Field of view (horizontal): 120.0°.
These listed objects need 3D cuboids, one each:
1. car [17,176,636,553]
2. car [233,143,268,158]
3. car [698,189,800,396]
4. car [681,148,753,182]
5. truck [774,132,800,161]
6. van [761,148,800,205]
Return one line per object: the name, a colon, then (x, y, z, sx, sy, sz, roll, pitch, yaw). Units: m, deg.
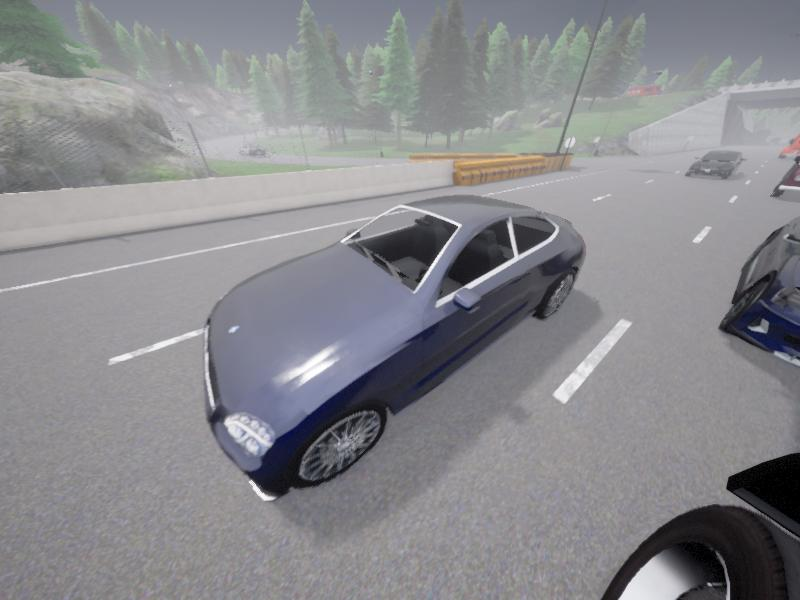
car: (0.415, -0.343, 2.987, 5.027, 1.651, 2.152, -23, 41, -29)
car: (-21.872, -21.898, 33.775, 4.974, 1.542, 2.038, 24, 42, 30)
car: (6.344, -0.360, 2.951, 4.856, 1.649, 2.033, -23, 41, -29)
car: (20.471, -8.799, 14.912, 4.892, 1.490, 1.837, -23, 41, -29)
truck: (44.116, -16.729, 25.109, 5.204, 2.467, 2.627, -23, 41, -29)
van: (17.629, -5.322, 9.530, 4.480, 2.038, 2.069, -23, 41, -29)
